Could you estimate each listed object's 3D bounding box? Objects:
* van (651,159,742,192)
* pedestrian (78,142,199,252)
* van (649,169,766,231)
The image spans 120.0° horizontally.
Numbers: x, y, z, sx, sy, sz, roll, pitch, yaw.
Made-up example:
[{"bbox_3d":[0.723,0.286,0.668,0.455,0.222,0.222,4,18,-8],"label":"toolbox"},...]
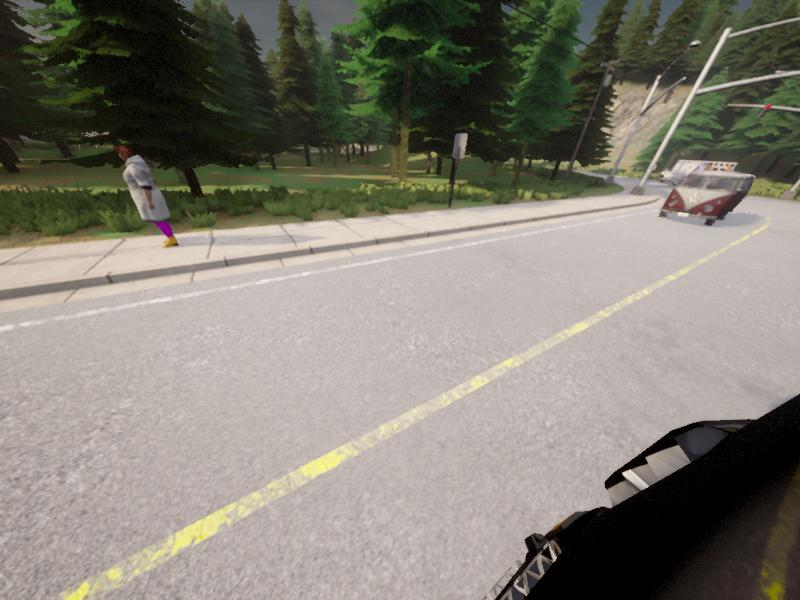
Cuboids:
[{"bbox_3d":[31.231,-13.568,24.880,2.351,2.431,6.366,10,34,10],"label":"van"},{"bbox_3d":[-5.018,-2.028,4.640,0.751,1.860,0.751,-11,36,-20],"label":"pedestrian"},{"bbox_3d":[13.541,-4.562,10.204,4.442,1.987,1.775,-17,38,-27],"label":"van"}]
